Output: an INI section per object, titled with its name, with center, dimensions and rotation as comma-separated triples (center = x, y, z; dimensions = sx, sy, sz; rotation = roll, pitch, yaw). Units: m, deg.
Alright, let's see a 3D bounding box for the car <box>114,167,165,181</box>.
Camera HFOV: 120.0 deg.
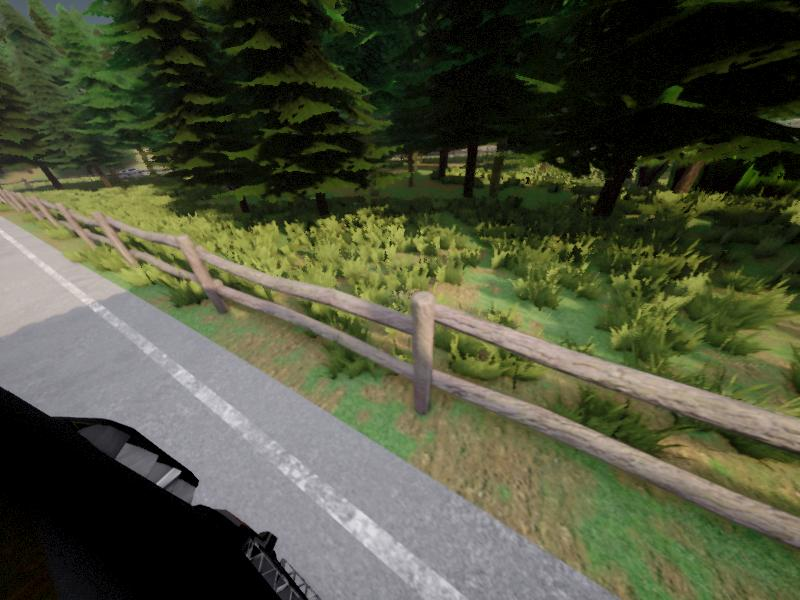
[car]
center = -38.410, -18.723, 34.183
dimensions = 1.812, 1.442, 4.674
rotation = 22, 41, 33
